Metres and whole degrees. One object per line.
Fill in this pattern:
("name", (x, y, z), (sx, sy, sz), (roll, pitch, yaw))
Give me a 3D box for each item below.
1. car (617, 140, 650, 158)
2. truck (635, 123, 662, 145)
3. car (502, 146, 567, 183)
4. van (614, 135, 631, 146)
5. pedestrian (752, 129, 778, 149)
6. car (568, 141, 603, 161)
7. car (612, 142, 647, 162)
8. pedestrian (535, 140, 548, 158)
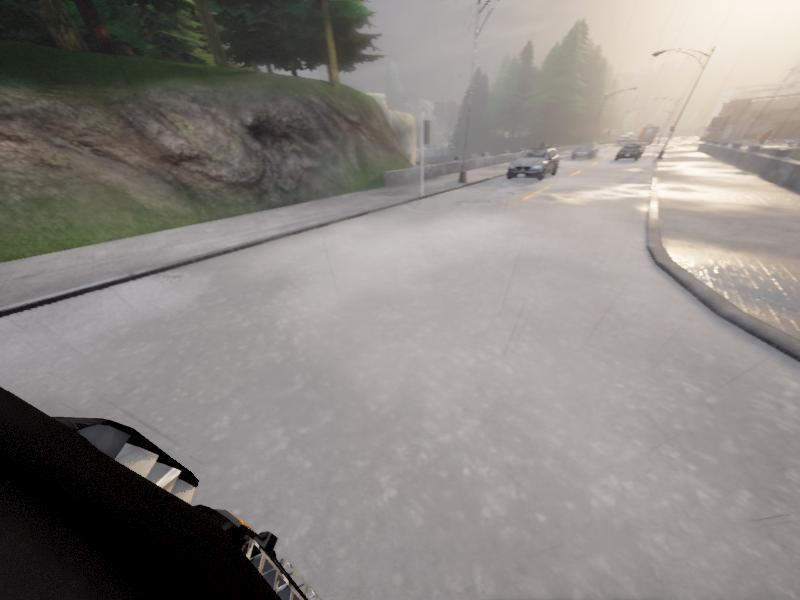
("car", (27.248, -17.647, 26.911), (2.038, 1.542, 4.974), (25, 43, 35))
("truck", (58.711, -39.158, 54.663), (2.891, 3.827, 8.468), (25, 43, 35))
("car", (8.981, -9.111, 15.382), (2.242, 1.667, 4.611), (25, 43, 35))
("van", (53.471, -38.295, 55.384), (2.069, 2.038, 4.480), (25, 43, 35))
("pedestrian", (42.425, -18.728, 26.866), (0.751, 1.860, 0.751), (25, 43, 35))
("car", (21.379, -17.162, 26.536), (2.033, 1.649, 4.856), (25, 43, 35))
("car", (22.836, -14.746, 22.952), (1.816, 1.474, 4.193), (25, 43, 35))
("pedestrian", (18.354, -19.618, 29.998), (0.751, 1.860, 0.751), (-24, 39, -29))
